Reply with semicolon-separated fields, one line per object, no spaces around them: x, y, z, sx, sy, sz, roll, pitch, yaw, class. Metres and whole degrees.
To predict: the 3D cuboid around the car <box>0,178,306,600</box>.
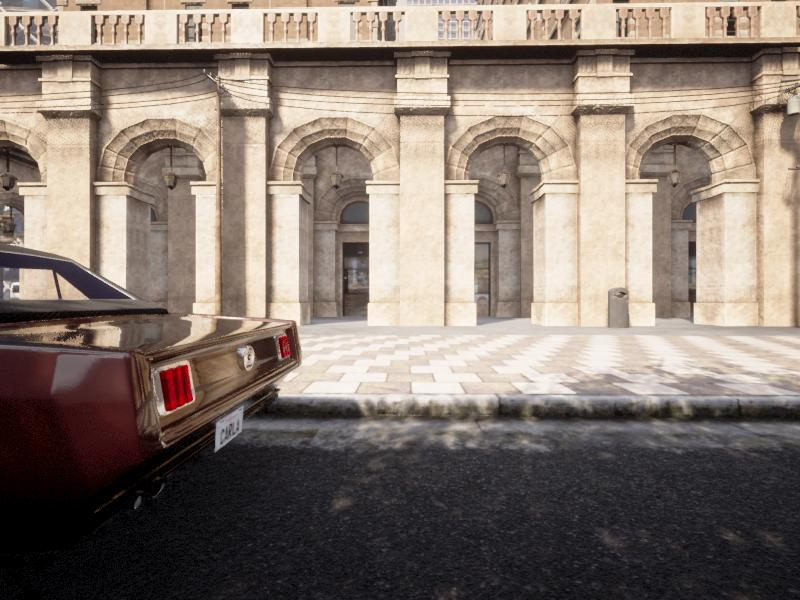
-3.058;0.338;2.008;4.718;1.301;1.895;0;0;1;car
